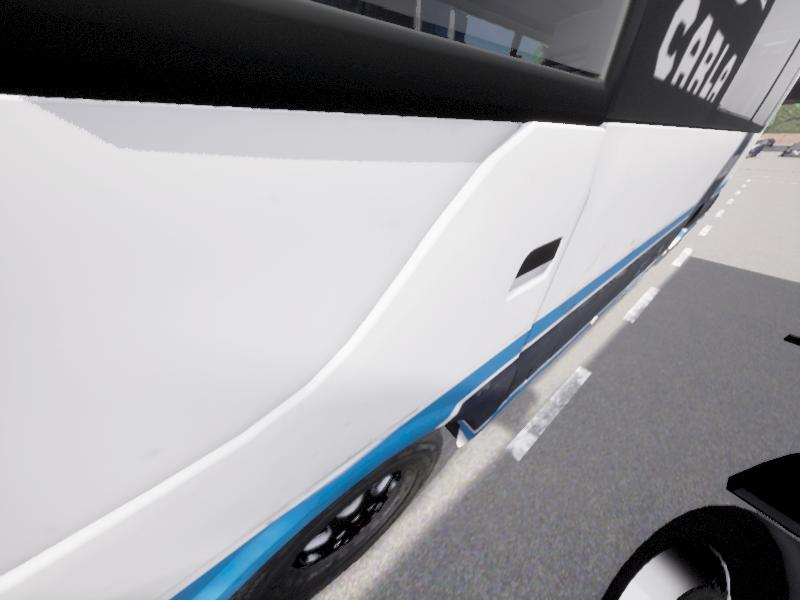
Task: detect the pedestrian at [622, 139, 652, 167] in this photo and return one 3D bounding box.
[{"bbox_3d":[18.887,-11.752,18.453,0.751,1.860,0.751,-13,37,-17],"label":"pedestrian"}]

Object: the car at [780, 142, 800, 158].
[{"bbox_3d":[48.510,-18.275,28.129,4.674,1.442,1.812,-23,41,-29],"label":"car"}]

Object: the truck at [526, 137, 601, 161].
[{"bbox_3d":[18.402,-17.388,26.459,2.390,2.098,6.274,-23,41,-29],"label":"truck"}]

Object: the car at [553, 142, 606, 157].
[{"bbox_3d":[23.548,-19.940,30.519,2.038,1.542,4.974,-23,41,-28],"label":"car"}]

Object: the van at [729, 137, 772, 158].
[{"bbox_3d":[42.990,-18.712,28.323,4.442,1.987,1.775,-21,40,-27],"label":"van"}]

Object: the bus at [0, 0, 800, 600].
[{"bbox_3d":[1.760,-1.903,2.899,10.273,4.253,3.944,-23,41,-29],"label":"bus"}]
